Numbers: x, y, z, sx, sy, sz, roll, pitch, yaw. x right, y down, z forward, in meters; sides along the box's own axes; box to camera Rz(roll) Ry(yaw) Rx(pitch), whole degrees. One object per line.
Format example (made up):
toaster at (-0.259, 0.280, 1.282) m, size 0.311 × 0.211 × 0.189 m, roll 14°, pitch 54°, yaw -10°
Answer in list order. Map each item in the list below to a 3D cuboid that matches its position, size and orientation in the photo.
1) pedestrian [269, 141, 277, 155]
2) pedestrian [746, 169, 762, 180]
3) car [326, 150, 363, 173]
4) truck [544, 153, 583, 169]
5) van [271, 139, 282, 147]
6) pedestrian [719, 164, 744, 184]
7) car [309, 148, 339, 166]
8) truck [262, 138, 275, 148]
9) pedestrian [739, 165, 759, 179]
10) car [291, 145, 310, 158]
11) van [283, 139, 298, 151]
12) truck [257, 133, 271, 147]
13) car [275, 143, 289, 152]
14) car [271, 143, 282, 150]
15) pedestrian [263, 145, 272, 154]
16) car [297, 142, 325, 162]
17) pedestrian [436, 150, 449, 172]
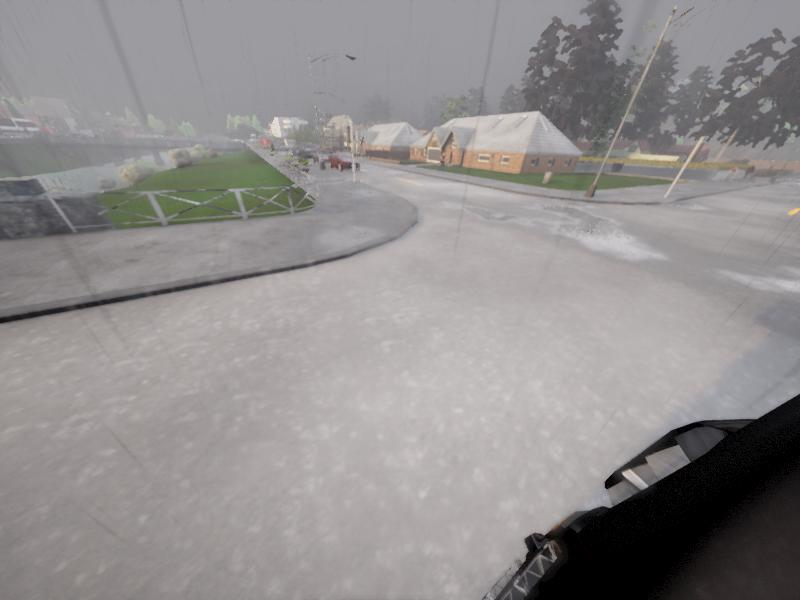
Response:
pedestrian at (-20.481, -24.469, 37.227) m, size 0.751 × 1.860 × 0.751 m, roll -16°, pitch 38°, yaw -25°
pedestrian at (53.014, -18.762, 34.582) m, size 0.751 × 1.300 × 0.751 m, roll -24°, pitch 42°, yaw -34°
car at (-5.415, -13.348, 22.170) m, size 1.882 × 1.535 × 5.008 m, roll -16°, pitch 38°, yaw -25°
truck at (27.534, -23.511, 39.059) m, size 2.069 × 2.038 × 4.478 m, roll -16°, pitch 38°, yaw -26°
van at (-46.482, -58.974, 86.807) m, size 2.351 × 2.431 × 6.366 m, roll -16°, pitch 38°, yaw -26°
pedestrian at (38.310, -14.558, 26.695) m, size 0.751 × 1.860 × 0.751 m, roll -15°, pitch 37°, yaw -24°
car at (-8.971, -16.845, 27.166) m, size 2.007 × 1.525 × 4.514 m, roll -16°, pitch 38°, yaw -26°
truck at (-41.630, -49.730, 73.258) m, size 2.627 × 2.467 × 5.204 m, roll -16°, pitch 38°, yaw -26°
pedestrian at (52.741, -19.332, 34.912) m, size 0.751 × 1.860 × 0.751 m, roll -18°, pitch 39°, yaw -28°
car at (-16.131, -23.998, 37.301) m, size 1.851 × 1.617 × 3.988 m, roll -16°, pitch 38°, yaw -26°
van at (-30.543, -43.126, 64.197) m, size 2.351 × 2.431 × 6.366 m, roll -16°, pitch 38°, yaw -26°
truck at (-49.099, -57.744, 83.508) m, size 2.891 × 3.827 × 8.468 m, roll -16°, pitch 38°, yaw -26°
car at (-26.863, -34.637, 52.545) m, size 2.038 × 1.542 × 4.974 m, roll -16°, pitch 38°, yaw -26°
car at (-32.203, -39.963, 60.110) m, size 1.789 × 1.549 × 3.705 m, roll -16°, pitch 38°, yaw -26°
pedestrian at (-23.045, -26.151, 40.066) m, size 0.751 × 1.300 × 0.751 m, roll 12°, pitch 35°, yaw 14°
car at (-12.191, -20.272, 31.604) m, size 2.150 × 2.045 × 5.566 m, roll -16°, pitch 38°, yaw -26°
pedestrian at (4.319, -14.064, 23.441) m, size 0.751 × 1.860 × 0.751 m, roll -16°, pitch 38°, yaw -26°
